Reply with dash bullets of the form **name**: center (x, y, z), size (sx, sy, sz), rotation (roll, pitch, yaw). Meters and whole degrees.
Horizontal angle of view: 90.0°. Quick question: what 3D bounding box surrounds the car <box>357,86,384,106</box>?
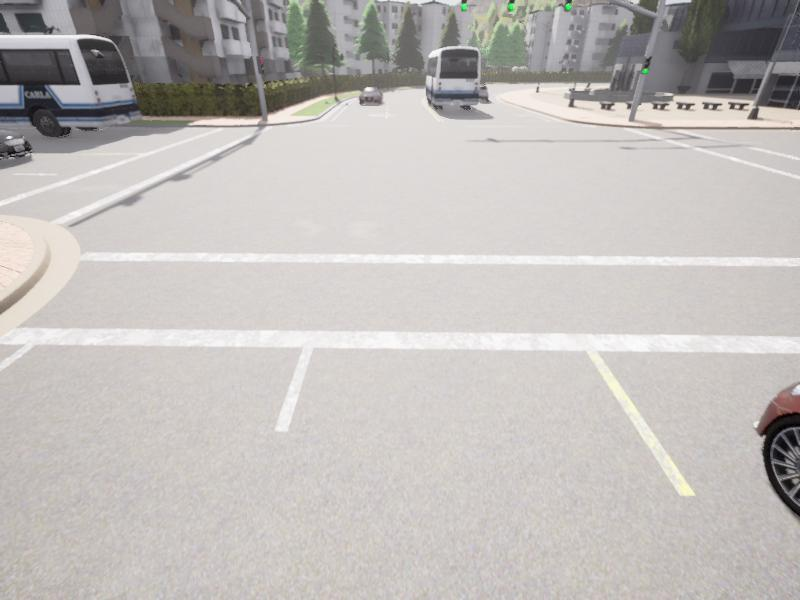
- **car**: center (-2.637, -18.667, 36.592), size (1.994, 1.385, 4.181), rotation (1, 30, 1)

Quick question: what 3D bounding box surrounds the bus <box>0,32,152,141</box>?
- **bus**: center (-18.930, -10.365, 19.522), size (10.273, 4.253, 3.944), rotation (1, 30, 1)

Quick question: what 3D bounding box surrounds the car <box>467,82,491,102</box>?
- **car**: center (7.896, -20.922, 40.218), size (1.851, 1.617, 3.988), rotation (2, 30, 4)

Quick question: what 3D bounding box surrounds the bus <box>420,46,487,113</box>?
- **bus**: center (4.046, -18.468, 33.401), size (3.944, 4.253, 10.273), rotation (-1, 30, -1)

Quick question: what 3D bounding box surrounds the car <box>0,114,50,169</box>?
- **car**: center (-16.004, -5.669, 14.204), size (4.902, 1.511, 2.128), rotation (1, 30, 1)

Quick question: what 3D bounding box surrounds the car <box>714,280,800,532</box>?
- **car**: center (4.101, 1.827, 1.276), size (2.152, 1.651, 5.027), rotation (0, 30, 0)
